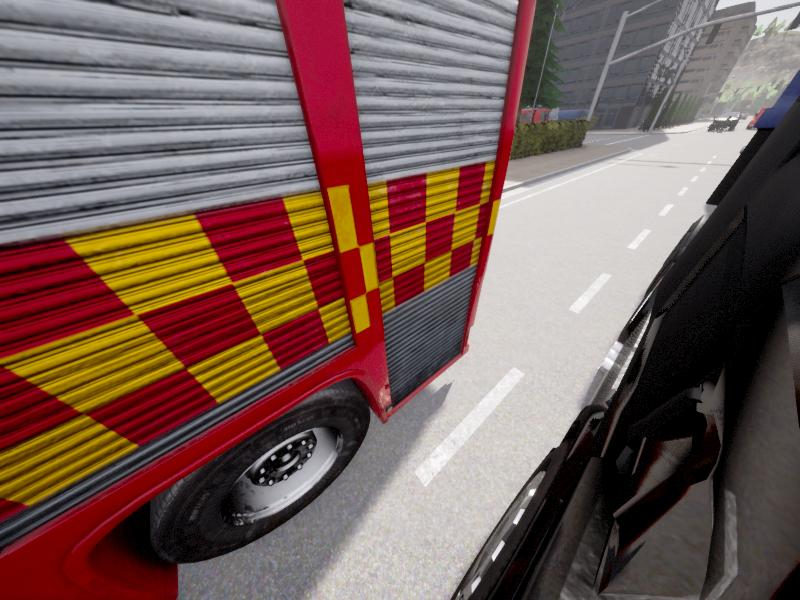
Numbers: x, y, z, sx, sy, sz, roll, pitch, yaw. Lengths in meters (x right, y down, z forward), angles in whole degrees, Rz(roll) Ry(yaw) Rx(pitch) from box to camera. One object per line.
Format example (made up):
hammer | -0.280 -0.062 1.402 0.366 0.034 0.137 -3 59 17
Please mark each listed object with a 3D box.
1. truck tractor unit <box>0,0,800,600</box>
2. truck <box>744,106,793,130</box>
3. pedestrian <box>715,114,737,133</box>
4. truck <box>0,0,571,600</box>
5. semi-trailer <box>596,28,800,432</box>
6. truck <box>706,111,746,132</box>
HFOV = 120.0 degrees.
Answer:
truck tractor unit | 2.645 -0.295 0.351 6.516 4.208 3.053 -28 44 -30
truck | 51.409 -25.489 32.373 5.204 2.467 2.627 -28 44 -30
pedestrian | 41.319 -22.355 29.294 0.751 1.860 0.751 -22 41 -24
truck | -3.414 0.342 0.212 8.468 3.827 2.891 -28 44 -30
semi-trailer | 8.798 -3.537 4.124 14.254 4.402 2.717 -27 43 -29
truck | 46.910 -25.691 33.237 6.274 2.098 2.390 -28 43 -29
